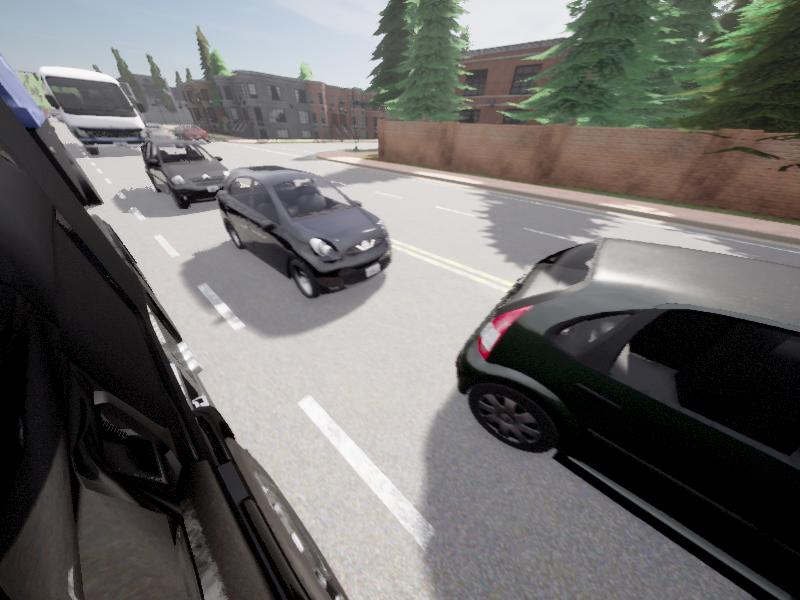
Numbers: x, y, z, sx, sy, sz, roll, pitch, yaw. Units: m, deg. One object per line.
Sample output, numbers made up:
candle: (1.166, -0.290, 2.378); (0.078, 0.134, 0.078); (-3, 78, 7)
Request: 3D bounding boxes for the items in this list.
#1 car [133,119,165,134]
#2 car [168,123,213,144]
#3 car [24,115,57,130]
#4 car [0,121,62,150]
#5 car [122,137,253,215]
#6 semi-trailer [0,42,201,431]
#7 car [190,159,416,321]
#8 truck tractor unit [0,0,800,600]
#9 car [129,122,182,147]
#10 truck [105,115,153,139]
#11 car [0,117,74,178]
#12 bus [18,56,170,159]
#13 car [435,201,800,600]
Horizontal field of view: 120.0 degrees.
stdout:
car: (-38.632, -26.644, 35.538); (4.856, 1.649, 2.033); (28, 44, 30)
car: (-22.994, -18.291, 25.348); (5.027, 1.651, 2.152); (28, 44, 30)
car: (-51.763, -25.514, 33.220); (5.366, 1.575, 1.801); (26, 43, 28)
car: (-26.175, -11.747, 16.451); (3.633, 1.501, 1.845); (28, 44, 30)
car: (-6.939, -4.241, 7.558); (3.988, 1.617, 1.851); (28, 44, 30)
semi-trailer: (-8.697, -3.602, 4.236); (14.254, 4.402, 2.717); (28, 44, 30)
car: (-1.779, -1.455, 4.220); (3.633, 1.501, 1.845); (28, 44, 30)
truck tractor unit: (-2.645, -0.295, 0.351); (6.516, 4.208, 3.053); (28, 44, 30)
car: (-22.930, -15.522, 21.642); (5.027, 1.651, 2.152); (28, 44, 30)
truck: (-32.754, -20.964, 27.907); (6.274, 2.098, 2.390); (28, 44, 30)
car: (-16.812, -6.893, 10.253); (4.605, 1.855, 1.932); (28, 44, 30)
bus: (-21.233, -13.057, 16.245); (10.273, 4.253, 3.944); (28, 44, 30)
car: (2.501, 0.800, 1.407); (3.988, 1.617, 1.851); (28, 44, 30)
